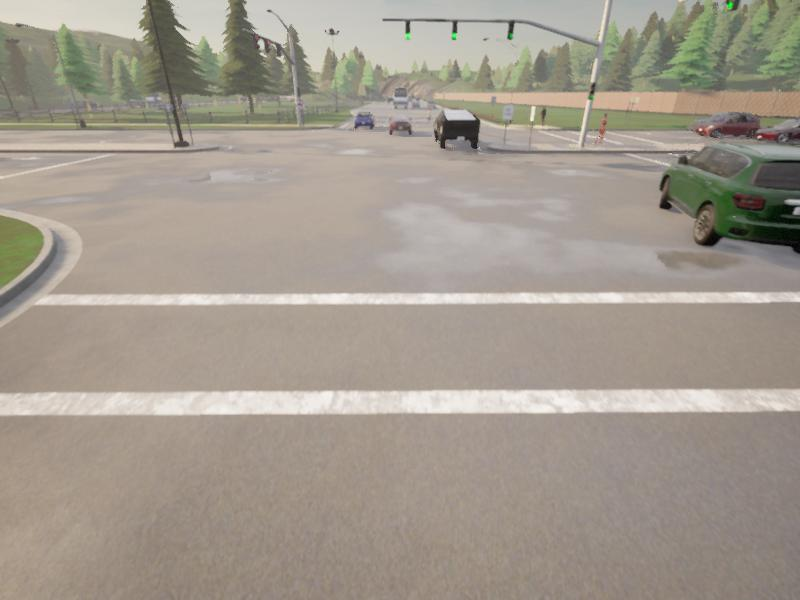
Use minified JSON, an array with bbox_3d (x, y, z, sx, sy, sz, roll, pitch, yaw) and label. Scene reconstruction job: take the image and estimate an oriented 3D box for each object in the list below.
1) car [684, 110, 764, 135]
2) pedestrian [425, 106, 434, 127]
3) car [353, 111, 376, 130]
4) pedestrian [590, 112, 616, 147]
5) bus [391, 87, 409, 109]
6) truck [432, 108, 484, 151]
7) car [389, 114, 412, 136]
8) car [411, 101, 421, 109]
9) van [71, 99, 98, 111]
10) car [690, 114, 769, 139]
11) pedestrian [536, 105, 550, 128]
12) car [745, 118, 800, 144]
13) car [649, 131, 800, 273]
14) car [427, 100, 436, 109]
[{"bbox_3d":[26.887,-14.853,33.372,4.553,1.767,2.097,0,27,1],"label":"car"},{"bbox_3d":[2.954,-18.555,40.447,0.751,1.860,0.751,-2,27,-4],"label":"pedestrian"},{"bbox_3d":[-3.440,-17.728,39.319,1.816,1.474,4.193,0,27,0],"label":"car"},{"bbox_3d":[12.083,-10.168,23.852,0.751,1.860,0.751,-16,31,-28],"label":"pedestrian"},{"bbox_3d":[0.054,-46.086,91.218,3.944,4.253,10.273,0,27,0],"label":"bus"},{"bbox_3d":[3.533,-11.092,25.775,2.390,2.098,6.274,0,27,0],"label":"truck"},{"bbox_3d":[0.040,-14.888,33.848,1.812,1.442,4.674,0,27,0],"label":"car"},{"bbox_3d":[3.679,-45.221,92.647,2.033,1.411,5.357,0,27,0],"label":"car"},{"bbox_3d":[-64.467,-39.949,81.868,1.775,1.987,4.442,0,27,0],"label":"van"},{"bbox_3d":[24.856,-13.178,30.330,3.988,1.617,1.851,0,27,1],"label":"car"},{"bbox_3d":[13.408,-17.198,37.471,0.751,1.860,0.751,-2,27,-4],"label":"pedestrian"},{"bbox_3d":[27.039,-11.503,27.222,4.792,1.488,2.163,0,27,1],"label":"car"},{"bbox_3d":[8.091,-2.687,9.545,2.150,2.045,5.566,8,28,15],"label":"car"},{"bbox_3d":[7.178,-45.073,92.226,1.851,1.617,3.988,0,27,0],"label":"car"}]
